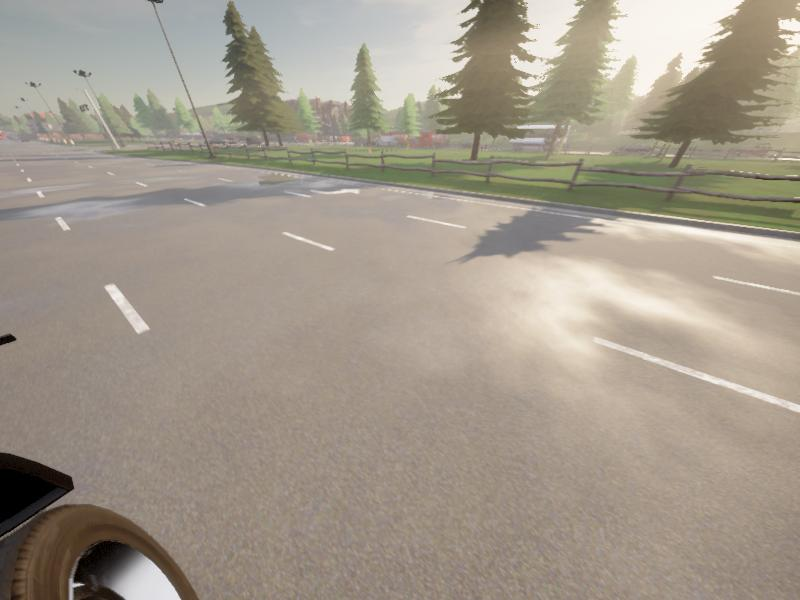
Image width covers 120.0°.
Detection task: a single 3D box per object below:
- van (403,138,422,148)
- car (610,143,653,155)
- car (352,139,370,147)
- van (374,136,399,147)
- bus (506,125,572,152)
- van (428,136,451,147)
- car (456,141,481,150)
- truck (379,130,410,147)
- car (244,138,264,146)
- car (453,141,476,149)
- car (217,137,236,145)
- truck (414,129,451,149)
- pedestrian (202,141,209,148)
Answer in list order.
[{"bbox_3d":[3.107,-39.496,58.161,4.442,1.987,1.775,22,41,28],"label":"van"},{"bbox_3d":[40.100,-26.321,40.186,5.027,1.651,2.152,26,42,31],"label":"car"},{"bbox_3d":[-11.252,-45.272,66.497,4.856,1.649,2.033,22,41,28],"label":"car"},{"bbox_3d":[-3.623,-42.454,61.896,6.366,2.431,2.351,22,41,28],"label":"van"},{"bbox_3d":[27.768,-32.650,46.747,10.273,4.253,3.944,22,41,28],"label":"bus"},{"bbox_3d":[10.933,-43.931,64.008,5.915,2.561,1.988,22,41,28],"label":"van"},{"bbox_3d":[15.191,-34.315,51.373,4.892,1.490,1.837,23,41,28],"label":"car"},{"bbox_3d":[-1.581,-44.658,63.828,8.468,3.827,2.891,22,41,28],"label":"truck"},{"bbox_3d":[-39.458,-42.863,62.608,1.905,1.878,3.866,23,41,28],"label":"car"},{"bbox_3d":[16.148,-38.880,57.811,5.008,1.535,1.882,22,41,28],"label":"car"},{"bbox_3d":[-52.037,-47.652,69.265,1.905,1.878,3.866,23,41,28],"label":"car"},{"bbox_3d":[8.049,-40.690,58.304,8.468,3.827,2.891,22,41,28],"label":"truck"},{"bbox_3d":[-39.387,-31.427,46.768,0.500,1.100,0.500,25,42,31],"label":"pedestrian"}]
